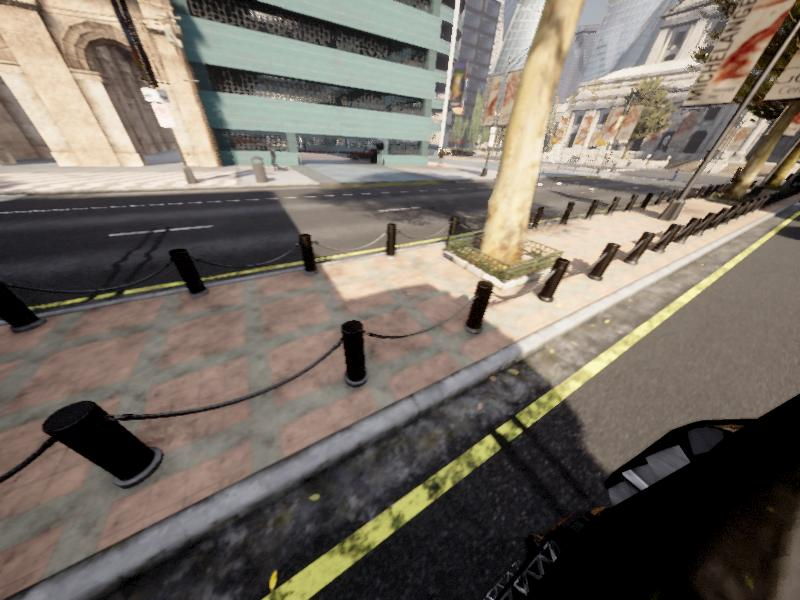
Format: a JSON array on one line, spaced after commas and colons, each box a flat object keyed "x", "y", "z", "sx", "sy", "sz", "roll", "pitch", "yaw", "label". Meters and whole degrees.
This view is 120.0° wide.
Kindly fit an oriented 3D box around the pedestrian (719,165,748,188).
[{"x": 32.710, "y": -12.123, "z": 22.670, "sx": 0.751, "sy": 1.860, "sz": 0.751, "roll": -19, "pitch": 39, "yaw": -29, "label": "pedestrian"}]

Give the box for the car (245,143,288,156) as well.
[{"x": -17.886, "y": -20.237, "z": 31.124, "sx": 4.718, "sy": 1.301, "sz": 1.895, "roll": -16, "pitch": 38, "yaw": -26, "label": "car"}]

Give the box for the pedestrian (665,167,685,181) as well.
[{"x": 31.253, "y": -14.296, "z": 26.282, "sx": 0.751, "sy": 1.300, "sz": 0.751, "roll": -12, "pitch": 37, "yaw": -21, "label": "pedestrian"}]

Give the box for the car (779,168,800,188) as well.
[{"x": 45.882, "y": -12.989, "z": 24.993, "sx": 1.932, "sy": 1.855, "sz": 4.605, "roll": -16, "pitch": 38, "yaw": -26, "label": "car"}]

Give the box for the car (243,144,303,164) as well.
[{"x": -12.434, "y": -14.357, "z": 22.731, "sx": 4.786, "sy": 1.482, "sz": 2.161, "roll": -16, "pitch": 38, "yaw": -26, "label": "car"}]

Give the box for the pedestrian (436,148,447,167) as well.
[{"x": 4.750, "y": -16.452, "z": 26.672, "sx": 0.751, "sy": 1.860, "sz": 0.751, "roll": -26, "pitch": 44, "yaw": -36, "label": "pedestrian"}]

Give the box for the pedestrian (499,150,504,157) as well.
[{"x": 31.086, "y": -44.621, "z": 70.479, "sx": 0.751, "sy": 1.860, "sz": 0.751, "roll": -26, "pitch": 44, "yaw": -36, "label": "pedestrian"}]

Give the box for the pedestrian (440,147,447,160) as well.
[{"x": 7.930, "y": -26.548, "z": 41.892, "sx": 0.751, "sy": 1.860, "sz": 0.751, "roll": 14, "pitch": 36, "yaw": 16, "label": "pedestrian"}]

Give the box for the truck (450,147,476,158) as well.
[{"x": 17.287, "y": -40.417, "z": 63.283, "sx": 2.390, "sy": 2.098, "sz": 6.274, "roll": -27, "pitch": 44, "yaw": -36, "label": "truck"}]

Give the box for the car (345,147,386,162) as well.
[{"x": -4.474, "y": -19.346, "z": 30.672, "sx": 4.902, "sy": 1.511, "sz": 2.128, "roll": -16, "pitch": 38, "yaw": -26, "label": "car"}]

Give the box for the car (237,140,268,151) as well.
[{"x": -27.919, "y": -29.326, "z": 43.762, "sx": 4.514, "sy": 1.523, "sz": 2.007, "roll": -16, "pitch": 38, "yaw": -26, "label": "car"}]

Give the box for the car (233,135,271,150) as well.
[{"x": -27.852, "y": -29.666, "z": 43.569, "sx": 5.566, "sy": 2.045, "sz": 2.435, "roll": -16, "pitch": 38, "yaw": -26, "label": "car"}]

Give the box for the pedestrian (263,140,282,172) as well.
[{"x": -8.748, "y": -9.884, "z": 15.894, "sx": 0.751, "sy": 1.860, "sz": 0.751, "roll": -13, "pitch": 37, "yaw": -22, "label": "pedestrian"}]
